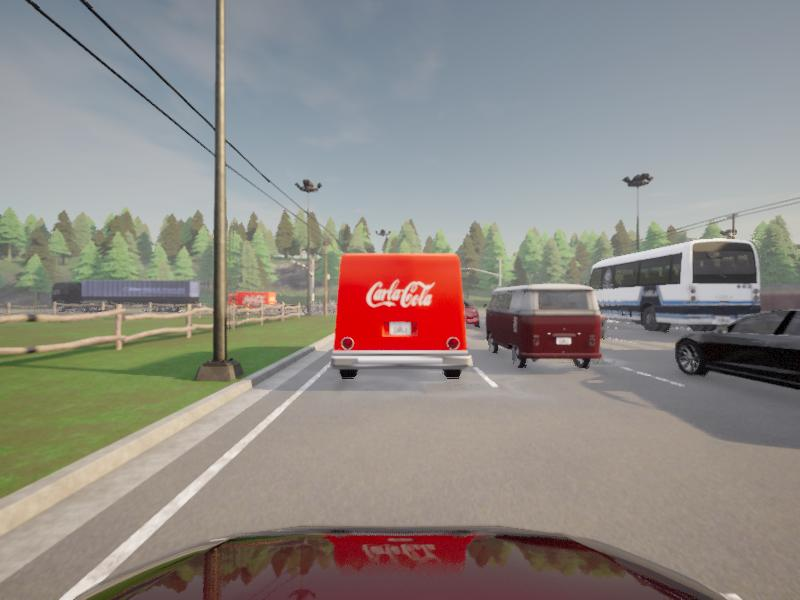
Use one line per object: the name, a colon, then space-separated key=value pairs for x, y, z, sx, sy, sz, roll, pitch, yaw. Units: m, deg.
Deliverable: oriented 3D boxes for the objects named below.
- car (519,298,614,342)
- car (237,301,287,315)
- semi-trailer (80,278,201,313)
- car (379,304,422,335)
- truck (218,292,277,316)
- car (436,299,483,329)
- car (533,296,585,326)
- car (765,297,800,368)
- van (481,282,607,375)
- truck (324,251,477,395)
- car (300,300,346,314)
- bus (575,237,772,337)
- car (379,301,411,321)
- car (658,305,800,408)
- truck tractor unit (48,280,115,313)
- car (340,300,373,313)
car: x=7.020 y=0.765 z=17.537 sx=2.242 sy=1.667 sz=4.611 roll=0 pitch=0 yaw=0
car: x=-15.572 y=0.846 z=45.349 sx=5.008 sy=1.535 sz=1.882 roll=0 pitch=0 yaw=5
semi-trailer: x=-34.170 y=-0.588 z=52.936 sx=14.254 sy=4.402 sz=2.717 roll=0 pitch=0 yaw=1
car: x=0.029 y=0.918 z=20.412 sx=1.994 sy=1.385 sz=4.181 roll=0 pitch=0 yaw=0
truck: x=-15.849 y=0.379 z=41.832 sx=5.204 sy=2.467 sz=2.627 roll=0 pitch=0 yaw=4
car: x=3.536 y=0.770 z=24.824 sx=2.242 sy=1.667 sz=4.611 roll=0 pitch=0 yaw=0
car: x=10.514 y=0.661 z=26.720 sx=1.905 sy=1.878 sz=3.866 roll=0 pitch=0 yaw=-1
car: x=10.259 y=0.762 z=7.964 sx=2.242 sy=1.667 sz=4.611 roll=0 pitch=0 yaw=8
van: x=3.515 y=0.605 z=10.744 sx=1.775 sy=1.987 sz=4.442 roll=0 pitch=0 yaw=0
truck: x=0.013 y=0.369 z=9.443 sx=2.627 sy=2.467 sz=5.204 roll=0 pitch=0 yaw=0
car: x=-9.187 y=0.805 z=47.922 sx=5.027 sy=1.651 sz=2.152 roll=0 pitch=0 yaw=15
bus: x=13.871 y=-0.524 z=22.131 sx=3.944 sy=4.253 sz=10.273 roll=0 pitch=0 yaw=1
car: x=-0.490 y=0.845 z=32.757 sx=2.007 sy=1.525 sz=4.514 roll=0 pitch=0 yaw=-8
car: x=7.009 y=0.855 z=6.810 sx=2.163 sy=1.488 sz=4.792 roll=0 pitch=0 yaw=0
truck tractor unit: x=-42.083 y=-0.489 z=53.001 sx=6.516 sy=4.208 sz=3.053 roll=0 pitch=0 yaw=0
car: x=-5.472 y=0.843 z=50.270 sx=3.705 sy=1.549 sz=1.789 roll=0 pitch=0 yaw=21
